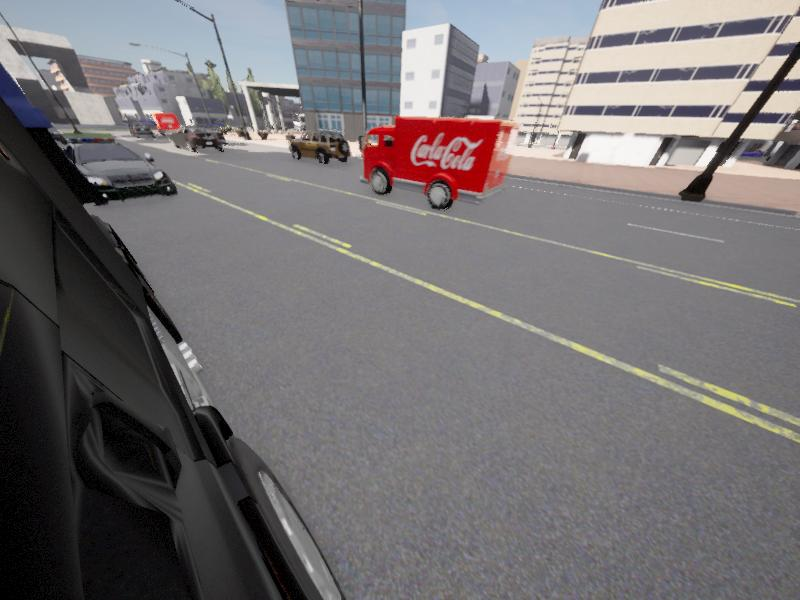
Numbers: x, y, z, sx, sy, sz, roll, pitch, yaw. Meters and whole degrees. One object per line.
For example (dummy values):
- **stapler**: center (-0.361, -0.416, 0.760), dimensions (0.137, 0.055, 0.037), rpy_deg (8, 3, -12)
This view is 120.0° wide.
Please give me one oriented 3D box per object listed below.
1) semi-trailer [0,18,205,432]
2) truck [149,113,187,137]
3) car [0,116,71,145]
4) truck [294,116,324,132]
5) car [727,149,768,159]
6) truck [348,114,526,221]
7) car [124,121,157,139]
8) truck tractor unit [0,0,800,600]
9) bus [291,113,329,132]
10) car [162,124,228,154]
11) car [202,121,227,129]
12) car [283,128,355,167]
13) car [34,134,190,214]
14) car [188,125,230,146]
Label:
- **semi-trailer**: center (-8.912, -3.450, 4.006), dimensions (14.254, 4.402, 2.717), rpy_deg (26, 42, 27)
- **truck**: center (-32.286, -24.392, 32.141), dimensions (2.627, 2.467, 5.204), rpy_deg (-28, 47, -34)
- **car**: center (-29.840, -13.848, 18.870), dimensions (4.611, 1.667, 2.242), rpy_deg (23, 41, 24)
- **truck**: center (-29.444, -57.359, 75.219), dimensions (2.891, 3.827, 8.468), rpy_deg (25, 42, 26)
- **car**: center (77.910, -32.903, 51.911), dimensions (4.514, 1.525, 2.007), rpy_deg (23, 41, 27)
- **truck**: center (1.043, -4.984, 8.311), dimensions (5.204, 2.467, 2.627), rpy_deg (25, 42, 27)
- **car**: center (-30.610, -20.076, 27.240), dimensions (3.705, 1.549, 1.789), rpy_deg (30, 45, 31)
- **truck tractor unit**: center (-2.645, -0.295, 0.352), dimensions (6.516, 4.208, 3.053), rpy_deg (28, 44, 30)
- **bus**: center (-27.907, -55.271, 72.170), dimensions (3.944, 4.253, 10.273), rpy_deg (25, 42, 26)
- **car**: center (-16.438, -12.932, 18.532), dimensions (5.027, 1.651, 2.152), rpy_deg (25, 42, 27)
- **car**: center (-47.557, -44.837, 59.342), dimensions (4.674, 1.442, 1.812), rpy_deg (-13, 40, -20)
- **car**: center (-5.521, -10.507, 15.766), dimensions (4.605, 1.855, 1.932), rpy_deg (25, 42, 27)
- **car**: center (-9.501, -4.378, 7.616), dimensions (4.974, 1.542, 2.038), rpy_deg (25, 42, 27)
- **car**: center (-19.853, -17.138, 23.993), dimensions (3.705, 1.549, 1.789), rpy_deg (25, 42, 27)
